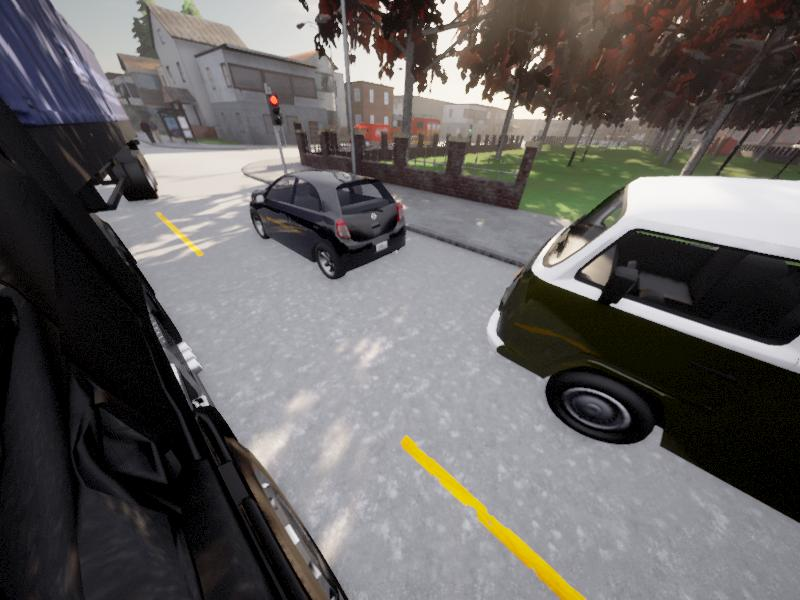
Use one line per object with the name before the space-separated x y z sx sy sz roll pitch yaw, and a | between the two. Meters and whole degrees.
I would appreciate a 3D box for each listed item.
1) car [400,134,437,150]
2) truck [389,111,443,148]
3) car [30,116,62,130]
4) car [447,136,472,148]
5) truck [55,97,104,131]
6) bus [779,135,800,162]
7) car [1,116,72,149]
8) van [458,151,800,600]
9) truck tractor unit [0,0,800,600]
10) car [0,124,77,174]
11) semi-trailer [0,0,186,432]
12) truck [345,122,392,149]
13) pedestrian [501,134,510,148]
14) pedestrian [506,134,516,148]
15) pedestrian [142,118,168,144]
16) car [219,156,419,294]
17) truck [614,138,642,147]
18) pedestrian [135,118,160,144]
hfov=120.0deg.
car | 2.402 -20.322 29.676 1.801 1.575 5.366 29 44 30
truck | 2.366 -24.600 33.526 2.891 3.827 8.468 29 44 31
car | -54.767 -27.412 35.753 4.792 1.488 2.163 28 43 30
car | 9.742 -25.690 37.469 2.033 1.411 5.357 22 41 23
truck | -51.706 -29.859 37.268 8.468 3.827 2.891 28 44 30
bus | 71.410 -25.901 39.127 3.944 4.253 10.273 28 44 30
car | -27.121 -12.605 17.360 4.553 1.767 2.097 28 44 30
van | 3.045 0.501 1.444 4.480 2.038 2.069 29 44 30
truck tractor unit | -2.645 -0.295 0.352 6.516 4.208 3.053 28 44 30
car | -17.706 -7.393 11.133 5.366 1.575 1.801 28 44 30
semi-trailer | -7.970 -4.017 4.833 2.717 4.402 14.254 -25 45 -32
truck | -3.677 -20.252 28.469 2.627 2.467 5.204 28 44 30
pedestrian | 17.281 -26.180 37.981 0.751 1.860 0.751 19 40 20
pedestrian | 18.274 -26.248 38.133 0.751 1.860 0.751 29 44 31
pedestrian | -22.073 -15.233 20.890 0.751 1.860 0.751 -14 40 -20
car | -1.678 -1.848 4.729 3.633 1.501 1.845 28 44 30
truck | 74.327 -51.467 75.342 6.274 2.098 2.390 28 44 30
pedestrian | -22.710 -15.214 20.832 0.751 1.860 0.751 -21 43 -28
